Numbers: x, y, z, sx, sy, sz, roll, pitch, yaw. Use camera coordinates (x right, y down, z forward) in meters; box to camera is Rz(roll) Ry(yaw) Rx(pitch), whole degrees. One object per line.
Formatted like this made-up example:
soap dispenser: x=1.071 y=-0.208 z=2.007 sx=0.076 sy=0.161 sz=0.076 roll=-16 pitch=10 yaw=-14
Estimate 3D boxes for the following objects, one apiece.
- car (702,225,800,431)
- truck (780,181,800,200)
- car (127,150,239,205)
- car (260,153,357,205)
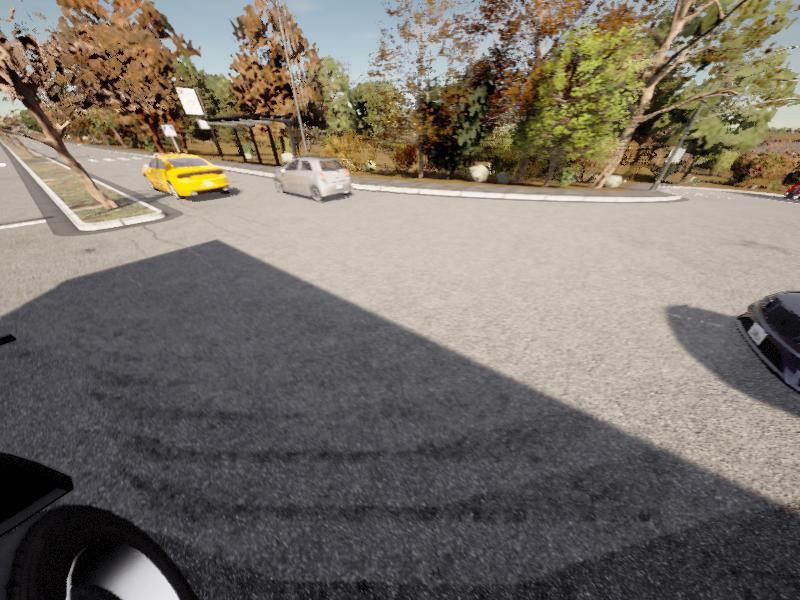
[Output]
car: x=5.860 y=0.858 z=1.554 sx=4.193 sy=1.474 sz=1.816 roll=23 pitch=40 yaw=27
truck: x=67.453 y=-17.760 z=37.968 sx=5.204 sy=2.467 sz=2.627 roll=0 pitch=35 yaw=-11
car: x=-9.680 y=-5.618 z=10.293 sx=5.008 sy=1.535 sz=1.882 roll=23 pitch=41 yaw=28
car: x=-3.923 y=-5.372 z=10.013 sx=3.633 sy=1.501 sz=1.845 roll=23 pitch=41 yaw=27
